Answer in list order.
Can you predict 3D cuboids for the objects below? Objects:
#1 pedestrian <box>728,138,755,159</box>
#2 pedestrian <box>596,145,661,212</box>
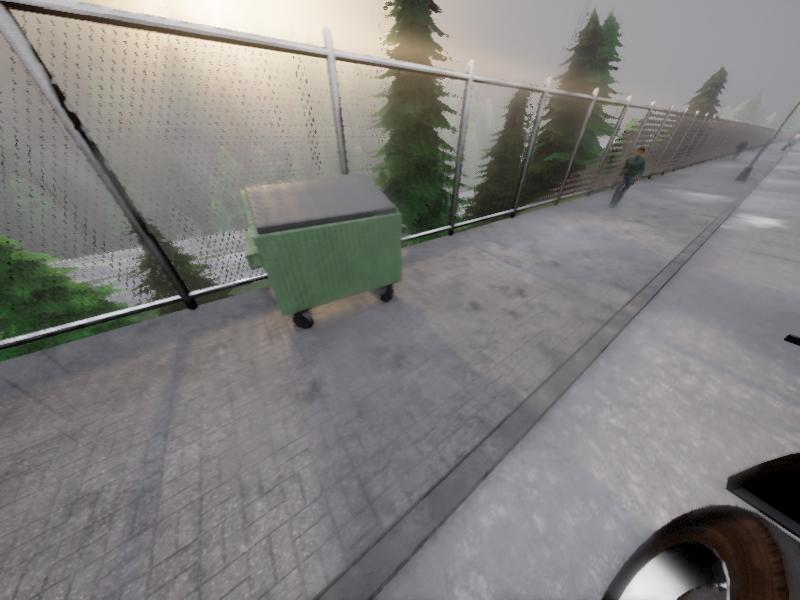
[{"bbox_3d":[35.824,-15.895,24.257,0.751,1.860,0.751,-26,42,-31],"label":"pedestrian"},{"bbox_3d":[7.542,-4.029,7.707,0.751,1.860,0.751,-27,43,-32],"label":"pedestrian"}]
